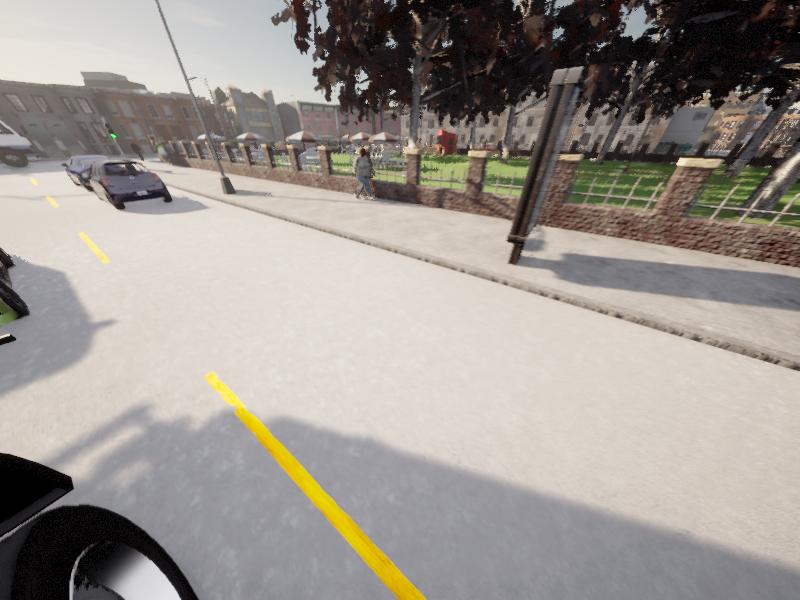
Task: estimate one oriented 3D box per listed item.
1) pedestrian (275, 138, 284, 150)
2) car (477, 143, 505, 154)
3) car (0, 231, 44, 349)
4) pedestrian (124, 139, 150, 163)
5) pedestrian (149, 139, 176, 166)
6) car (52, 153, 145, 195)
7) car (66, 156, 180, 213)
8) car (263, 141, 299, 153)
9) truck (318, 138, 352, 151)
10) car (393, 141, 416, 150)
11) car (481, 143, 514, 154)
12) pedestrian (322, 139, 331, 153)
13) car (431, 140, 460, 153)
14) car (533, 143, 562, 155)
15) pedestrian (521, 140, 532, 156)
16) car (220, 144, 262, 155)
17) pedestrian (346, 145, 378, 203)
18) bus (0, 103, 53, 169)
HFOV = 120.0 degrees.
[{"bbox_3d":[-23.383,-30.254,44.790,0.751,1.860,0.751,24,42,30],"label":"pedestrian"},{"bbox_3d":[15.426,-25.747,39.288,3.806,1.475,1.970,22,41,28],"label":"car"},{"bbox_3d":[-7.364,-0.439,3.143,4.514,1.525,2.007,22,41,28],"label":"car"},{"bbox_3d":[-24.909,-14.136,21.894,0.751,1.860,0.751,24,41,29],"label":"pedestrian"},{"bbox_3d":[-20.071,-12.464,19.565,0.751,1.860,0.751,23,41,29],"label":"pedestrian"},{"bbox_3d":[-15.618,-6.648,11.951,4.674,1.442,1.812,21,40,27],"label":"car"},{"bbox_3d":[-10.973,-4.723,9.186,3.633,1.501,1.845,22,41,27],"label":"car"},{"bbox_3d":[-20.437,-26.410,39.863,1.882,1.535,5.008,22,41,28],"label":"car"},{"bbox_3d":[-13.317,-32.465,48.028,2.390,2.098,6.274,29,44,34],"label":"truck"},{"bbox_3d":[1.006,-34.217,51.139,4.514,1.525,2.007,19,39,24],"label":"car"},{"bbox_3d":[17.736,-27.645,41.971,4.902,1.511,2.128,22,41,28],"label":"car"},{"bbox_3d":[-11.926,-25.032,37.482,0.751,1.860,0.751,14,37,18],"label":"pedestrian"},{"bbox_3d":[8.464,-28.768,43.161,4.605,1.855,1.932,23,41,28],"label":"car"},{"bbox_3d":[24.366,-24.979,38.232,3.633,1.501,1.845,22,41,28],"label":"car"},{"bbox_3d":[18.384,-22.105,33.592,0.751,1.860,0.751,29,44,34],"label":"pedestrian"},{"bbox_3d":[-24.248,-23.143,35.407,1.895,1.301,4.718,22,41,28],"label":"car"},{"bbox_3d":[-1.442,-4.857,8.950,0.751,1.860,0.751,22,40,27],"label":"pedestrian"},{"bbox_3d":[-34.906,-11.663,16.462,3.944,4.253,10.273,22,41,28],"label":"bus"}]
